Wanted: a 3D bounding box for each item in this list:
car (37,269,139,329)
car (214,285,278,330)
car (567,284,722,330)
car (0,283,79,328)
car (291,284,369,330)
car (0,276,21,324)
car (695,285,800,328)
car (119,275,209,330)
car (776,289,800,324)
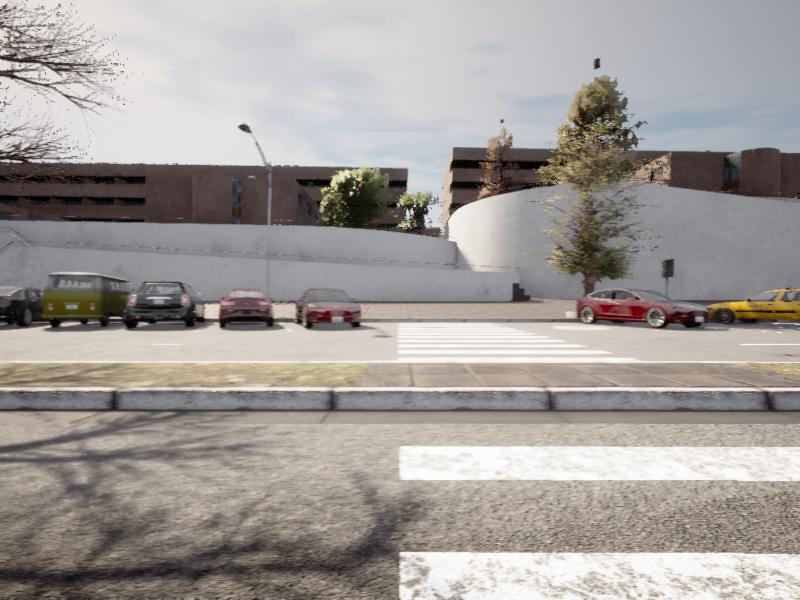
[{"bbox_3d":[-11.912,0.006,15.667,1.878,1.987,4.442,0,-1,-20],"label":"car"},{"bbox_3d":[-5.905,0.273,15.547,2.002,1.452,4.674,0,-1,-20],"label":"car"},{"bbox_3d":[9.120,0.269,15.516,2.163,1.488,4.792,1,-1,-20],"label":"car"},{"bbox_3d":[-14.851,0.230,15.551,2.231,1.521,4.892,0,-1,-20],"label":"car"},{"bbox_3d":[-2.886,0.263,15.524,2.163,1.488,4.792,1,-1,-20],"label":"car"},{"bbox_3d":[-17.820,-0.025,15.538,2.435,2.045,5.566,1,-1,-20],"label":"car"},{"bbox_3d":[15.044,0.239,15.710,1.946,1.575,5.366,0,-1,-20],"label":"car"},{"bbox_3d":[-8.877,0.105,15.526,2.185,1.767,4.553,0,-1,-20],"label":"car"},{"bbox_3d":[18.117,0.275,15.541,2.002,1.452,4.674,1,-1,-20],"label":"car"}]
